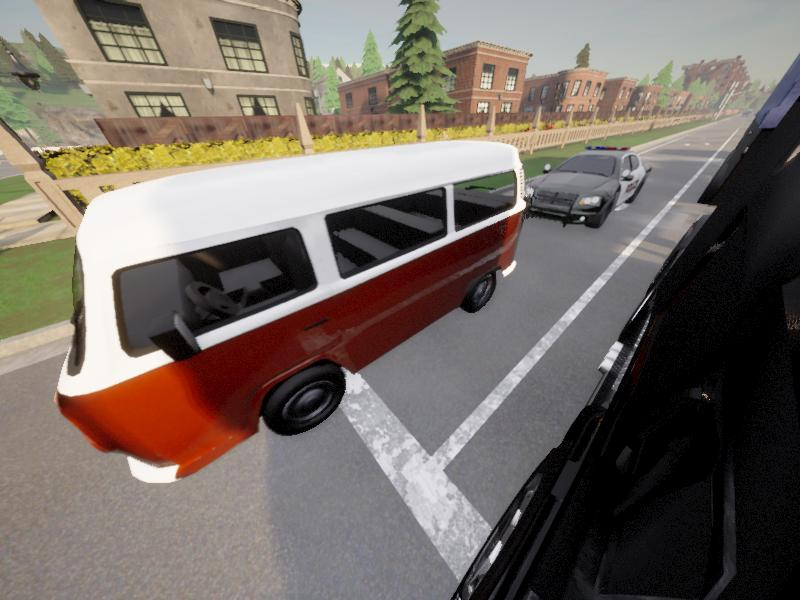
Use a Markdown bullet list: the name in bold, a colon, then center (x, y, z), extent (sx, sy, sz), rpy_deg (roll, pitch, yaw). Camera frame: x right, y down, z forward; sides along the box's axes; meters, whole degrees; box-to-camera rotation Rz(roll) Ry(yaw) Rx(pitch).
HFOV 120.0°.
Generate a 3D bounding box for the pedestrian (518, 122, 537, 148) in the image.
- **pedestrian**: center (11.383, -14.681, 20.619), extent (0.751, 1.860, 0.751), rpy_deg (-28, 43, -29)

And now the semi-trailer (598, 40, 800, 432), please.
- **semi-trailer**: center (8.696, -3.615, 4.216), extent (14.254, 4.402, 2.717), rpy_deg (-28, 44, -30)

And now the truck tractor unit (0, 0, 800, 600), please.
- **truck tractor unit**: center (2.645, -0.295, 0.351), extent (6.516, 4.208, 3.053), rpy_deg (-28, 44, -30)

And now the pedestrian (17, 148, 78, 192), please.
- **pedestrian**: center (-17.981, -6.674, 11.877), extent (0.751, 1.860, 0.751), rpy_deg (-29, 44, -30)

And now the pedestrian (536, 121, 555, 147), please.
- **pedestrian**: center (13.395, -15.267, 21.267), extent (0.751, 1.860, 0.751), rpy_deg (-31, 45, -32)

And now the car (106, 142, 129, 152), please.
- **car**: center (-72.394, -39.327, 59.228), extent (1.905, 1.878, 3.866), rpy_deg (-16, 39, -17)

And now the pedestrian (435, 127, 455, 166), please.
- **pedestrian**: center (2.674, -9.248, 13.952), extent (0.751, 1.860, 0.751), rpy_deg (-24, 42, -26)

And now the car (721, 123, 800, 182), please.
- **car**: center (16.057, -6.400, 9.783), extent (5.027, 1.651, 2.152), rpy_deg (-28, 44, -30)

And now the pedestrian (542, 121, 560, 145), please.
- **pedestrian**: center (14.983, -16.620, 22.967), extent (0.751, 1.860, 0.751), rpy_deg (-19, 40, -20)

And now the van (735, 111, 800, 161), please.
- **van**: center (20.884, -9.141, 12.806), extent (4.442, 1.987, 1.775), rpy_deg (-28, 44, -30)

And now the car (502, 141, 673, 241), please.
- **car**: center (5.360, -3.387, 6.538), extent (4.974, 1.542, 2.038), rpy_deg (-28, 44, -30)

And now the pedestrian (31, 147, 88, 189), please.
- **pedestrian**: center (-18.326, -7.135, 12.514), extent (0.751, 1.860, 0.751), rpy_deg (-28, 43, -29)

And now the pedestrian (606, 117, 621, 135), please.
- **pedestrian**: center (27.870, -22.682, 30.198), extent (0.751, 1.860, 0.751), rpy_deg (29, 47, 35)

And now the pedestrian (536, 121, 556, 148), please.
- **pedestrian**: center (12.890, -14.644, 20.471), extent (0.751, 1.860, 0.751), rpy_deg (-28, 44, -30)

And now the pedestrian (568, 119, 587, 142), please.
- **pedestrian**: center (18.726, -17.875, 24.392), extent (0.751, 1.860, 0.751), rpy_deg (-29, 44, -30)

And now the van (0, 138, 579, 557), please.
- **van**: center (-0.401, -0.506, 2.657), extent (4.480, 2.038, 2.069), rpy_deg (-28, 43, -30)

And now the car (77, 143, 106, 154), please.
- **car**: center (-74.325, -36.627, 55.753), extent (1.932, 1.855, 4.605), rpy_deg (-16, 39, -17)

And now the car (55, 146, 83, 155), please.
- **car**: center (-76.993, -34.799, 53.819), extent (1.816, 1.474, 4.193), rpy_deg (-16, 39, -17)
